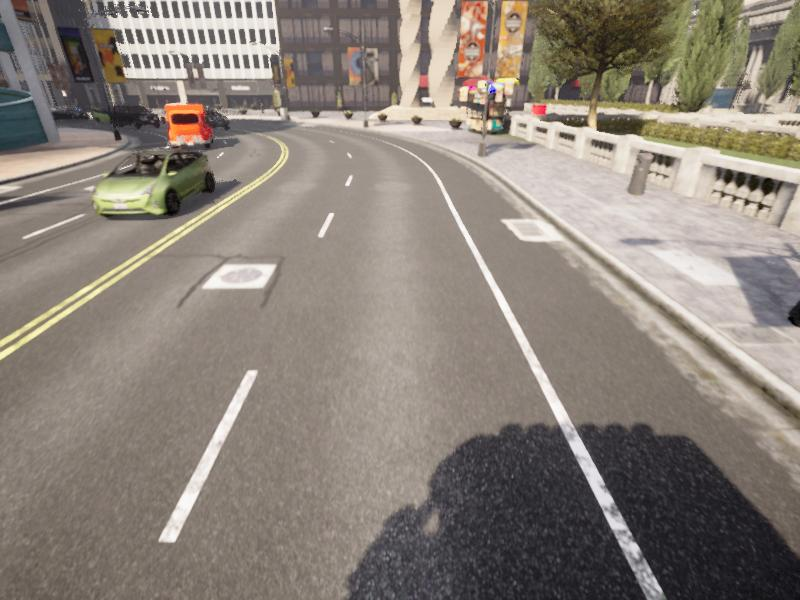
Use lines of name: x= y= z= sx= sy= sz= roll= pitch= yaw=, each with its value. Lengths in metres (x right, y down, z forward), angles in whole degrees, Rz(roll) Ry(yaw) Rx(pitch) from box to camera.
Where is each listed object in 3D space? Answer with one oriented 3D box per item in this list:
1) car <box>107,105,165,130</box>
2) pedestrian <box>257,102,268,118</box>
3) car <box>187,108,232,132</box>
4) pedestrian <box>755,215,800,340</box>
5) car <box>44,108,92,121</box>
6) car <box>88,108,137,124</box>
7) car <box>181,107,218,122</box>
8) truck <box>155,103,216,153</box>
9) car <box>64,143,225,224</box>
car: x=-26.033 y=-18.048 z=39.429 sx=5.566 sy=2.045 sz=2.150 roll=16 pitch=31 yaw=29
pedestrian: x=-18.306 y=-25.317 z=53.323 sx=0.751 sy=1.860 sz=0.751 roll=11 pitch=29 yaw=21
car: x=-17.721 y=-16.803 z=37.187 sx=1.932 sy=1.855 sz=4.605 roll=-24 pitch=35 yaw=-39
pedestrian: x=5.571 y=-0.475 z=5.097 sx=0.751 sy=1.860 sz=0.751 roll=-1 pitch=27 yaw=-2
car: x=-42.154 y=-23.579 z=50.908 sx=4.181 sy=1.385 sz=1.994 roll=1 pitch=27 yaw=2
car: x=-33.070 y=-21.153 z=46.034 sx=4.514 sy=1.525 sz=2.007 roll=9 pitch=29 yaw=17
car: x=-24.759 y=-22.975 z=49.460 sx=3.988 sy=1.617 sz=1.851 roll=14 pitch=30 yaw=25
truck: x=-13.289 y=-10.980 z=25.226 sx=2.627 sy=2.467 sz=5.204 roll=-10 pitch=29 yaw=-20
car: x=-7.271 y=-3.703 z=12.137 sx=2.007 sy=1.525 sz=4.514 roll=-1 pitch=27 yaw=-2
